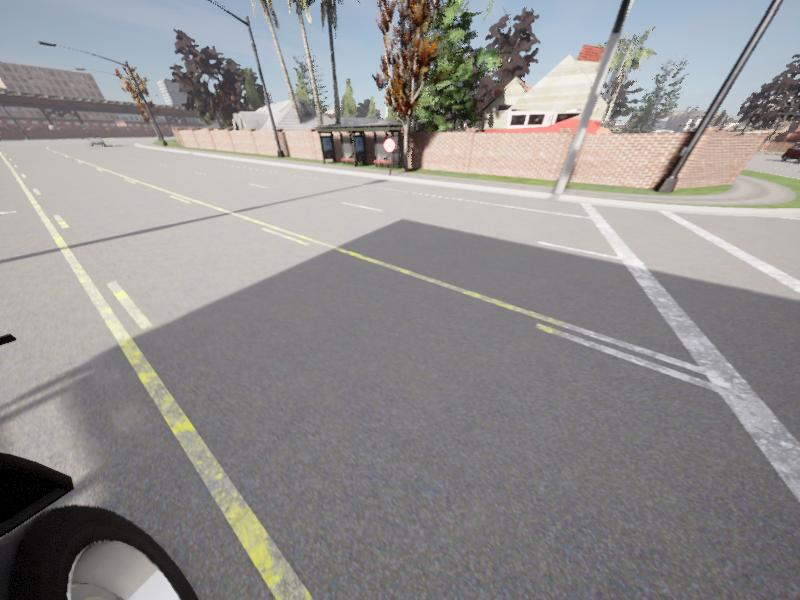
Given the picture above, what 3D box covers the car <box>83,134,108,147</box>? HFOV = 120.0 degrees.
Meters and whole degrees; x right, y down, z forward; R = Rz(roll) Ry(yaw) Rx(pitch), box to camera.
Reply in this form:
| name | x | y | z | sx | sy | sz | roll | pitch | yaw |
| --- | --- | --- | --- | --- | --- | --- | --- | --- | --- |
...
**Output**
| name | x | y | z | sx | sy | sz | roll | pitch | yaw |
| --- | --- | --- | --- | --- | --- | --- | --- | --- | --- |
| car | -48.334 | -25.346 | 36.667 | 3.633 | 1.501 | 1.845 | 30 | 45 | 34 |
